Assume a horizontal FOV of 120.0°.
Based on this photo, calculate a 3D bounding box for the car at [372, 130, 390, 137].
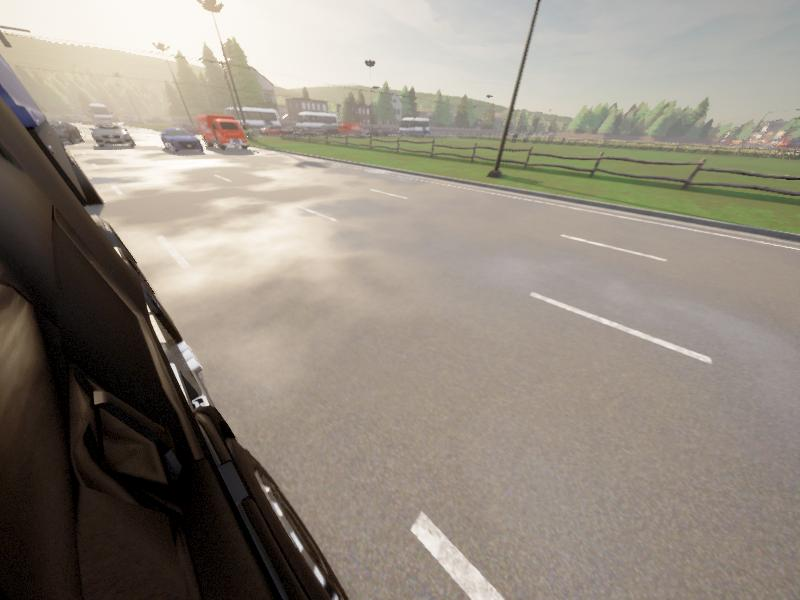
[{"bbox_3d":[-4.543,-40.570,56.342,1.994,1.385,4.181,28,44,30],"label":"car"}]

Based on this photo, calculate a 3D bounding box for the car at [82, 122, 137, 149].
[{"bbox_3d":[-24.521,-14.060,19.649,2.152,1.651,5.027,-29,47,-34],"label":"car"}]

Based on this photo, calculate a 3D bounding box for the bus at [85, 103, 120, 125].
[{"bbox_3d":[-80.172,-50.078,62.363,3.944,4.253,10.273,-30,47,-35],"label":"bus"}]

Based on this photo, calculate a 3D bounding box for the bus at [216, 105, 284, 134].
[{"bbox_3d":[-30.247,-36.795,47.460,3.944,4.253,10.273,28,44,30],"label":"bus"}]

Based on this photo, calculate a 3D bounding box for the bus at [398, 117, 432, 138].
[{"bbox_3d":[4.165,-47.651,63.859,3.944,4.253,10.273,28,45,30],"label":"bus"}]

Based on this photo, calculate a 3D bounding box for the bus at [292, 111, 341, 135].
[{"bbox_3d":[-20.386,-43.948,57.554,3.944,4.253,10.273,31,46,33],"label":"bus"}]

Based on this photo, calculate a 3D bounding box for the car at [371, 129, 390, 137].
[{"bbox_3d":[-5.094,-43.531,60.144,2.128,1.511,4.902,27,43,30],"label":"car"}]

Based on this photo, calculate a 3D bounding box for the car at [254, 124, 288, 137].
[{"bbox_3d":[-23.377,-30.826,42.036,2.242,1.667,4.611,27,43,29],"label":"car"}]

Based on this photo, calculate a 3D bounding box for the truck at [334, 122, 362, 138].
[{"bbox_3d":[-10.977,-36.515,49.646,2.627,2.467,5.204,28,44,30],"label":"truck"}]

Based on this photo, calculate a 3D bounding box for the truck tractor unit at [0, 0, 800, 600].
[{"bbox_3d":[-2.645,-0.295,0.352,6.516,4.208,3.053,28,44,30],"label":"truck tractor unit"}]

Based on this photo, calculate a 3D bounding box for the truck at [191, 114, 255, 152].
[{"bbox_3d":[-15.941,-15.099,20.811,5.204,2.467,2.627,30,45,31],"label":"truck"}]

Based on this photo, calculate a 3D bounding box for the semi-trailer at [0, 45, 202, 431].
[{"bbox_3d":[-8.704,-3.589,4.240,14.254,4.402,2.717,28,44,30],"label":"semi-trailer"}]

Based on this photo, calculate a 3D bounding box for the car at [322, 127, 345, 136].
[{"bbox_3d":[-15.533,-39.531,54.246,2.163,1.488,4.792,28,44,30],"label":"car"}]

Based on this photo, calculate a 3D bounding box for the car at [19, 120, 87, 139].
[{"bbox_3d":[-37.008,-18.391,24.873,1.812,1.442,4.674,-12,39,-18],"label":"car"}]

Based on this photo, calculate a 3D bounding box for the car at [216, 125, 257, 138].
[{"bbox_3d":[-24.805,-25.681,35.215,2.007,1.525,4.514,18,39,20],"label":"car"}]

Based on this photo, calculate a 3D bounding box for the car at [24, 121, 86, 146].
[{"bbox_3d":[-29.299,-14.337,19.805,1.789,1.549,3.705,-23,44,-29],"label":"car"}]

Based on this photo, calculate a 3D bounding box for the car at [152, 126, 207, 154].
[{"bbox_3d":[-17.606,-12.807,18.438,5.008,1.535,1.882,30,45,31],"label":"car"}]

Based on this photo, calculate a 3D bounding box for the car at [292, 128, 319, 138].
[{"bbox_3d":[-17.689,-31.399,43.373,1.994,1.385,4.181,28,44,30],"label":"car"}]

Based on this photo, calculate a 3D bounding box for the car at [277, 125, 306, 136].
[{"bbox_3d":[-22.282,-34.898,47.527,2.242,1.667,4.611,28,44,30],"label":"car"}]

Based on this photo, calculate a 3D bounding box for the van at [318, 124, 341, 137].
[{"bbox_3d":[-15.207,-36.664,50.021,1.775,1.987,4.442,28,43,30],"label":"van"}]

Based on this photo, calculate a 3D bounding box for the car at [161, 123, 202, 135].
[{"bbox_3d":[-34.971,-27.478,37.171,1.994,1.385,4.181,13,38,14],"label":"car"}]
